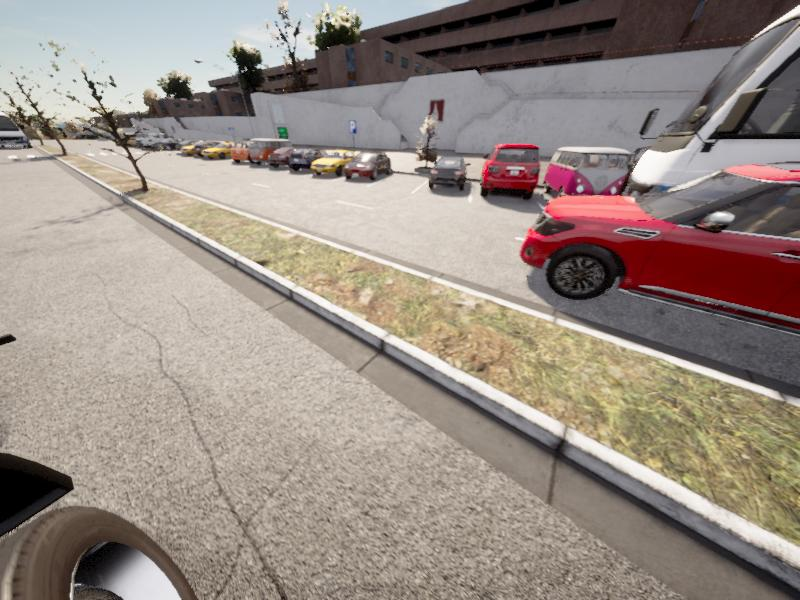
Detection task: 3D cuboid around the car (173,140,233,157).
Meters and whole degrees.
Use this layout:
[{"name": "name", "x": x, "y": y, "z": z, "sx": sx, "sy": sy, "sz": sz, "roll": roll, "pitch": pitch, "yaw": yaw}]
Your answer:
[{"name": "car", "x": -23.762, "y": -18.582, "z": 28.183, "sx": 1.946, "sy": 1.575, "sz": 5.366, "roll": 11, "pitch": 36, "yaw": 12}]

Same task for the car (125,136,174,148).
[{"name": "car", "x": -42.943, "y": -27.167, "z": 39.756, "sx": 1.946, "sy": 1.575, "sz": 5.366, "roll": 10, "pitch": 36, "yaw": 13}]

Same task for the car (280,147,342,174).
[{"name": "car", "x": -6.831, "y": -11.303, "z": 18.520, "sx": 2.163, "sy": 1.488, "sz": 4.792, "roll": 10, "pitch": 36, "yaw": 13}]

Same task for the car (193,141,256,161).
[{"name": "car", "x": -18.942, "y": -16.467, "z": 25.375, "sx": 1.946, "sy": 1.575, "sz": 5.366, "roll": 11, "pitch": 36, "yaw": 12}]

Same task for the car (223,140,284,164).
[{"name": "car", "x": -14.078, "y": -14.542, "z": 22.618, "sx": 2.185, "sy": 1.767, "sz": 4.553, "roll": 10, "pitch": 36, "yaw": 12}]

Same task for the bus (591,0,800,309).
[{"name": "bus", "x": 9.568, "y": -1.729, "z": 2.756, "sx": 10.273, "sy": 4.253, "sz": 3.944, "roll": 23, "pitch": 41, "yaw": 29}]

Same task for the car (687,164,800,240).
[{"name": "car", "x": 12.458, "y": -3.079, "z": 7.073, "sx": 2.231, "sy": 1.521, "sz": 4.892, "roll": 10, "pitch": 35, "yaw": 13}]

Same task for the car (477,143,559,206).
[{"name": "car", "x": 5.235, "y": -6.372, "z": 11.246, "sx": 2.435, "sy": 2.045, "sz": 5.566, "roll": 10, "pitch": 36, "yaw": 13}]

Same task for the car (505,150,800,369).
[{"name": "car", "x": 4.913, "y": -0.738, "z": 3.236, "sx": 5.566, "sy": 2.045, "sz": 2.150, "roll": 23, "pitch": 41, "yaw": 29}]

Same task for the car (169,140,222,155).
[{"name": "car", "x": -26.127, "y": -19.701, "z": 29.758, "sx": 2.002, "sy": 1.452, "sz": 4.674, "roll": 10, "pitch": 36, "yaw": 13}]

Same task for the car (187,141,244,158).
[{"name": "car", "x": -21.299, "y": -17.616, "z": 26.969, "sx": 2.163, "sy": 1.488, "sz": 4.792, "roll": 10, "pitch": 36, "yaw": 12}]

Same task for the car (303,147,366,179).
[{"name": "car", "x": -4.467, "y": -10.172, "z": 16.910, "sx": 1.946, "sy": 1.575, "sz": 5.366, "roll": 10, "pitch": 36, "yaw": 12}]

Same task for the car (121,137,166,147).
[{"name": "car", "x": -45.398, "y": -28.096, "z": 41.066, "sx": 2.163, "sy": 1.488, "sz": 4.792, "roll": 10, "pitch": 36, "yaw": 13}]

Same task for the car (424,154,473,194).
[{"name": "car", "x": 2.812, "y": -7.141, "z": 12.812, "sx": 2.002, "sy": 1.452, "sz": 4.674, "roll": 10, "pitch": 36, "yaw": 13}]

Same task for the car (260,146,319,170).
[{"name": "car", "x": -9.251, "y": -12.322, "z": 19.912, "sx": 2.002, "sy": 1.452, "sz": 4.674, "roll": 10, "pitch": 36, "yaw": 13}]

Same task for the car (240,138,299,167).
[{"name": "car", "x": -11.676, "y": -13.521, "z": 21.079, "sx": 1.878, "sy": 1.987, "sz": 4.442, "roll": 11, "pitch": 36, "yaw": 12}]

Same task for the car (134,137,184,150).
[{"name": "car", "x": -38.167, "y": -24.980, "z": 36.785, "sx": 2.097, "sy": 1.535, "sz": 5.008, "roll": 10, "pitch": 36, "yaw": 12}]

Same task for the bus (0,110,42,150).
[{"name": "bus", "x": -55.775, "y": -23.814, "z": 32.433, "sx": 10.273, "sy": 4.253, "sz": 3.944, "roll": 23, "pitch": 41, "yaw": 28}]

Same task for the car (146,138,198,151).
[{"name": "car", "x": -33.343, "y": -22.888, "z": 33.965, "sx": 2.231, "sy": 1.521, "sz": 4.892, "roll": 11, "pitch": 36, "yaw": 12}]

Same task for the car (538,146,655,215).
[{"name": "car", "x": 7.615, "y": -5.247, "z": 9.713, "sx": 1.878, "sy": 1.987, "sz": 4.442, "roll": 10, "pitch": 36, "yaw": 13}]

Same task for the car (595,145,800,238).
[{"name": "car", "x": 10.051, "y": -4.295, "z": 8.339, "sx": 2.435, "sy": 2.045, "sz": 5.566, "roll": 10, "pitch": 36, "yaw": 13}]

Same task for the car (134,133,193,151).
[{"name": "car", "x": -35.754, "y": -24.157, "z": 35.251, "sx": 2.435, "sy": 2.045, "sz": 5.566, "roll": 10, "pitch": 36, "yaw": 13}]

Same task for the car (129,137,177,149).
[{"name": "car", "x": -40.587, "y": -26.017, "z": 38.192, "sx": 2.231, "sy": 1.521, "sz": 4.892, "roll": 10, "pitch": 36, "yaw": 13}]

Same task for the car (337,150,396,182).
[{"name": "car", "x": -2.016, "y": -9.195, "z": 15.633, "sx": 2.163, "sy": 1.488, "sz": 4.792, "roll": 10, "pitch": 36, "yaw": 12}]

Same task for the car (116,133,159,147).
[{"name": "car", "x": -47.838, "y": -29.266, "z": 42.218, "sx": 1.878, "sy": 1.987, "sz": 4.442, "roll": 10, "pitch": 36, "yaw": 12}]
